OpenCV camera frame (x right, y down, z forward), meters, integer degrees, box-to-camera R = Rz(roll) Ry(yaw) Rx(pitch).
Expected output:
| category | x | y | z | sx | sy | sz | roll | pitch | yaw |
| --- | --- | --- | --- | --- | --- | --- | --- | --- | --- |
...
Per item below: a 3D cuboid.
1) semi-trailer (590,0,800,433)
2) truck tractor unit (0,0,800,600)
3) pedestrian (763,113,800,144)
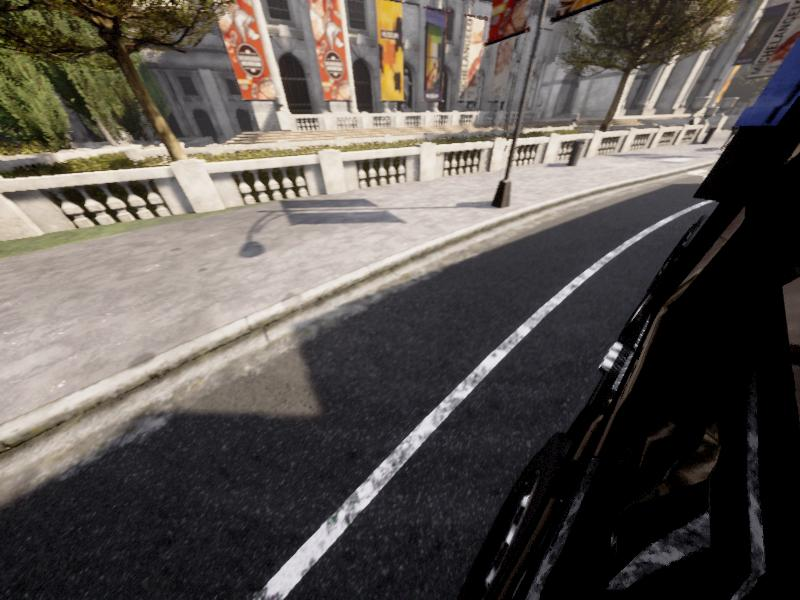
| category | x | y | z | sx | sy | sz | roll | pitch | yaw |
| --- | --- | --- | --- | --- | --- | --- | --- | --- | --- |
| semi-trailer | 9.169 | -3.219 | 3.726 | 14.254 | 4.402 | 2.717 | -22 | 41 | -24 |
| truck tractor unit | 2.645 | -0.295 | 0.351 | 6.516 | 4.208 | 3.053 | -28 | 44 | -30 |
| pedestrian | 29.202 | -13.032 | 17.537 | 0.751 | 1.860 | 0.751 | -13 | 38 | -14 |
